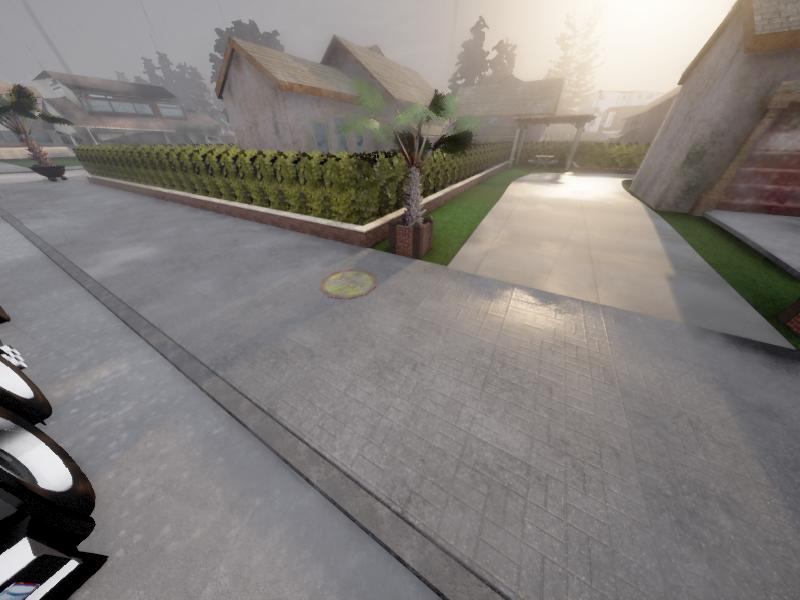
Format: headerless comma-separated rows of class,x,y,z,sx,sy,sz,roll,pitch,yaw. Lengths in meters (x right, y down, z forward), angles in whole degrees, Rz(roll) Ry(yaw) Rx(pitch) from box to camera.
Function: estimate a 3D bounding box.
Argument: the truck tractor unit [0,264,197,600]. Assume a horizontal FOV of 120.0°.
truck tractor unit,-5.111,-0.300,0.780,6.516,4.208,3.053,18,39,24
